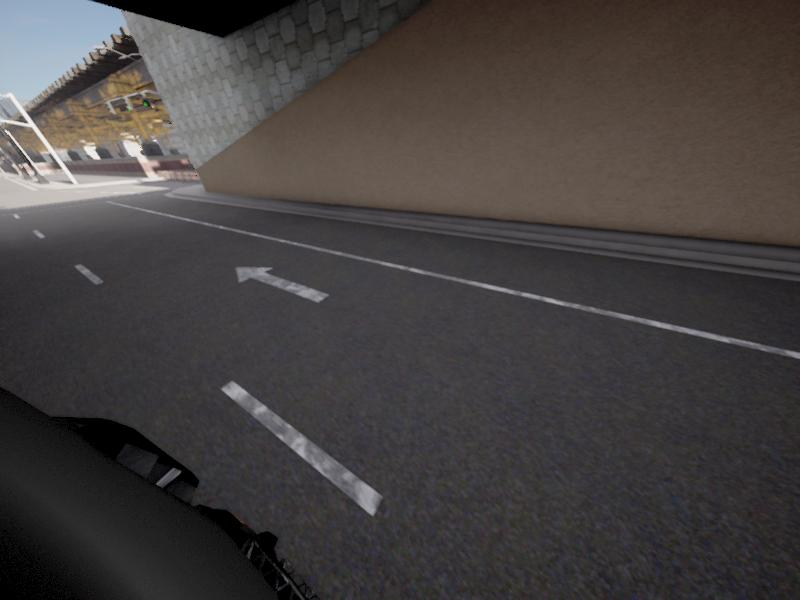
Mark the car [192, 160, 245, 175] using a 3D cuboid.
[{"bbox_3d":[-21.476,-15.740,27.493,4.536,1.218,1.853,-4,34,-2],"label":"car"}]

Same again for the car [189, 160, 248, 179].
[{"bbox_3d":[-21.521,-15.605,27.578,4.974,1.542,2.038,-4,34,-2],"label":"car"}]

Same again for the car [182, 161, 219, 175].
[{"bbox_3d":[-25.437,-16.988,29.666,1.853,1.218,4.536,-10,34,-10],"label":"car"}]

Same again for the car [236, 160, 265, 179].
[{"bbox_3d":[-16.567,-14.558,25.631,2.038,1.542,4.974,-19,37,-23],"label":"car"}]

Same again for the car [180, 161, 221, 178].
[{"bbox_3d":[-25.418,-16.830,29.711,2.038,1.542,4.974,-10,34,-10],"label":"car"}]
